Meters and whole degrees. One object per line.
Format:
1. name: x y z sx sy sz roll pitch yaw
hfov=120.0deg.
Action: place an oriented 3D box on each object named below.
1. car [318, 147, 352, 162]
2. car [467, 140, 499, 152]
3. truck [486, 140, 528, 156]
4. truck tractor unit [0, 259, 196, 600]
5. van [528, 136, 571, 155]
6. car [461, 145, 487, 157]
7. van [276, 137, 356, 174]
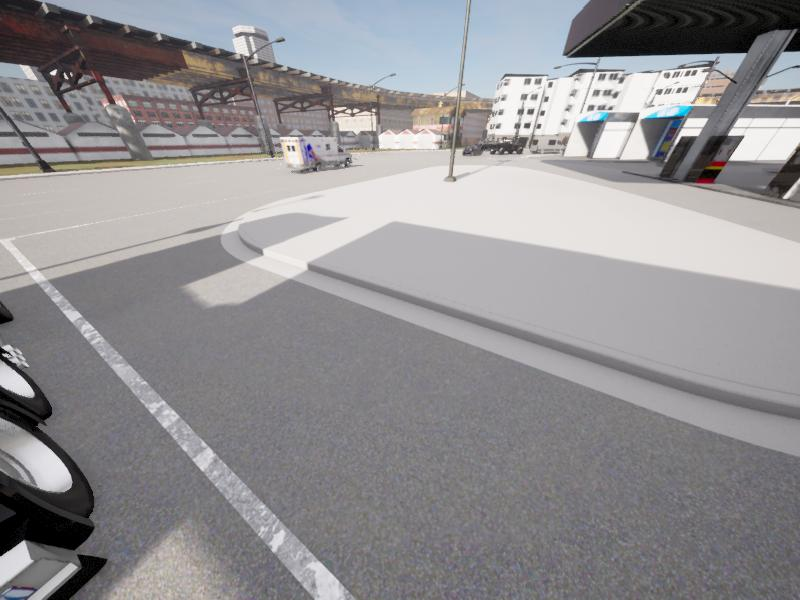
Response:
1. car: -8.366 -18.963 29.993 1.970 1.475 3.806 19 39 25
2. car: 17.184 -31.989 48.006 5.566 2.045 2.150 -9 35 -13
3. truck: 18.032 -25.787 39.048 6.274 2.098 2.390 -15 38 -20
4. truck tractor unit: -5.102 -0.310 0.788 6.516 4.208 3.053 19 39 24
5. van: 26.173 -27.139 40.543 5.915 2.561 1.988 -6 35 -7
6. car: 11.631 -23.480 36.281 3.633 1.501 1.845 -24 41 -30
7. van: -7.072 -12.972 20.550 2.351 2.431 6.366 20 40 26
